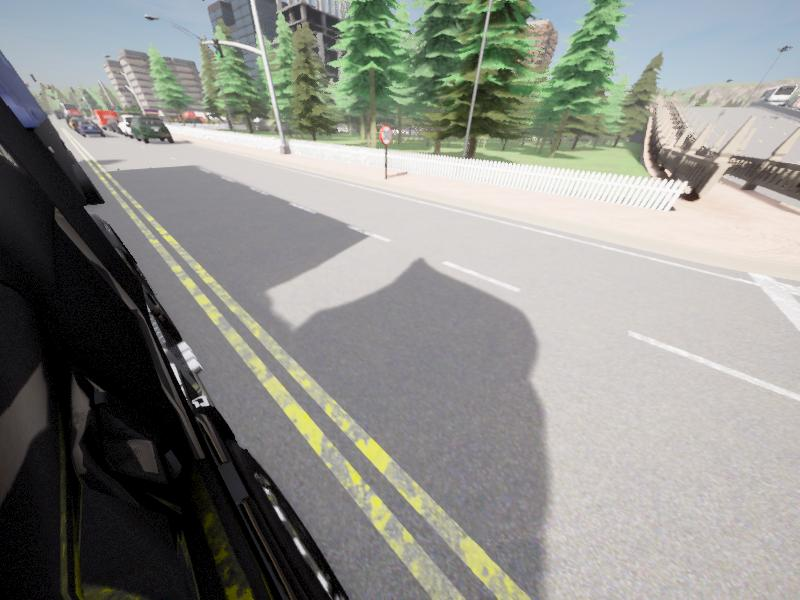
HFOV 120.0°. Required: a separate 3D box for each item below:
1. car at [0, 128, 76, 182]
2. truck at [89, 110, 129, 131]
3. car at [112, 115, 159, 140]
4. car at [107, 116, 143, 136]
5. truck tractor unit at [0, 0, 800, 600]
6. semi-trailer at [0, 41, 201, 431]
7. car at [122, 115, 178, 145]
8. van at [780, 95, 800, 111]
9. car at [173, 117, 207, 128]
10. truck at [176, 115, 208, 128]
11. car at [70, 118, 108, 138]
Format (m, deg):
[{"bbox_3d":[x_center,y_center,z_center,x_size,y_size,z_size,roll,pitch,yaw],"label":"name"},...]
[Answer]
[{"bbox_3d":[-15.702,-6.137,9.609,3.806,1.475,1.970,28,44,30],"label":"car"},{"bbox_3d":[-45.143,-27.874,35.892,5.204,2.467,2.627,28,44,30],"label":"truck"},{"bbox_3d":[-29.752,-19.440,25.973,5.566,2.045,2.150,28,44,30],"label":"car"},{"bbox_3d":[-35.294,-22.346,29.637,4.605,1.855,1.932,28,44,30],"label":"car"},{"bbox_3d":[-2.645,-0.295,0.351,6.516,4.208,3.053,28,44,30],"label":"truck tractor unit"},{"bbox_3d":[-8.681,-3.618,4.242,14.254,4.402,2.717,28,44,30],"label":"semi-trailer"},{"bbox_3d":[-24.169,-16.448,22.337,5.566,2.045,2.150,28,44,30],"label":"car"},{"bbox_3d":[86.569,-42.888,50.135,2.351,2.431,6.366,27,50,29],"label":"van"},{"bbox_3d":[-52.321,-44.324,57.702,2.150,2.045,5.566,27,43,29],"label":"car"},{"bbox_3d":[-54.064,-46.591,60.269,2.627,2.467,5.204,27,43,29],"label":"truck"},{"bbox_3d":[-33.807,-18.666,25.101,3.705,1.549,1.789,28,44,30],"label":"car"}]
